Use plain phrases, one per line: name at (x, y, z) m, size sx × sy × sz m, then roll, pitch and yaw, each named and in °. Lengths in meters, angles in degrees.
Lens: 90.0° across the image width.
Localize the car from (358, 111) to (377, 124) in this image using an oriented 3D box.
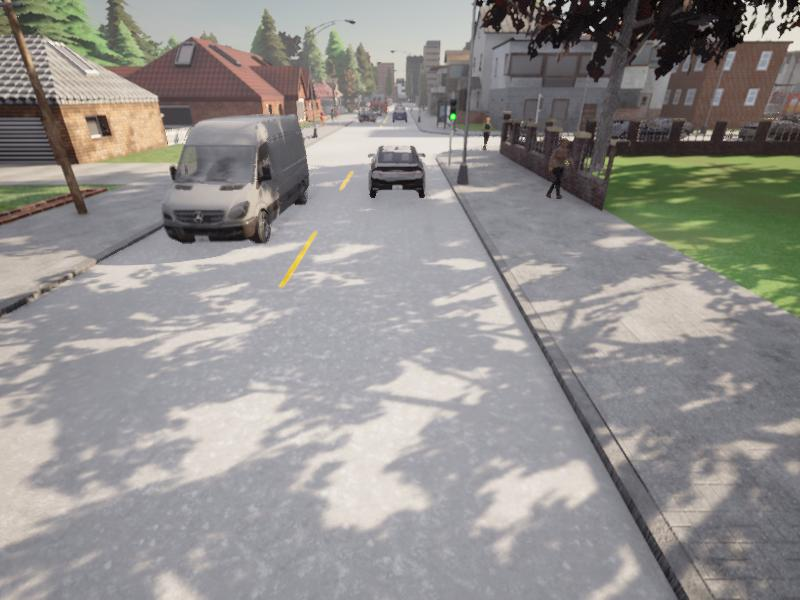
car at (-4.036, -22.825, 49.995) m, size 1.994 × 1.385 × 4.181 m, roll 0°, pitch 27°, yaw 1°

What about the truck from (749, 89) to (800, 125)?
truck at (49.348, -24.279, 50.112) m, size 2.891 × 3.827 × 8.468 m, roll -1°, pitch 27°, yaw -1°

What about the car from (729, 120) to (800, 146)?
car at (26.659, -11.781, 28.140) m, size 4.902 × 1.511 × 2.128 m, roll -1°, pitch 27°, yaw -2°

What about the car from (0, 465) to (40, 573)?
car at (-4.033, 2.088, 0.759) m, size 2.242 × 1.667 × 4.611 m, roll 1°, pitch 27°, yaw 2°

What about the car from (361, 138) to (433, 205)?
car at (-0.112, -4.779, 14.416) m, size 2.128 × 1.511 × 4.902 m, roll 0°, pitch 27°, yaw -1°

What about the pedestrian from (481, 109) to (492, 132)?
pedestrian at (7.837, -16.330, 36.397) m, size 0.751 × 1.860 × 0.751 m, roll 6°, pitch 28°, yaw 12°

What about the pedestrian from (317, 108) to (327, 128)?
pedestrian at (-7.986, -18.715, 41.107) m, size 0.751 × 1.860 × 0.751 m, roll 0°, pitch 27°, yaw 0°

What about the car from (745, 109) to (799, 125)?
car at (45.418, -22.480, 49.004) m, size 2.033 × 1.649 × 4.856 m, roll 1°, pitch 27°, yaw 3°

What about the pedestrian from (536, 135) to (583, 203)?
pedestrian at (4.821, -3.975, 12.168) m, size 0.751 × 1.860 × 0.751 m, roll -6°, pitch 28°, yaw -11°

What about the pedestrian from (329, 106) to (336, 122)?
pedestrian at (-8.411, -23.152, 49.817) m, size 0.751 × 1.860 × 0.751 m, roll -4°, pitch 27°, yaw -8°

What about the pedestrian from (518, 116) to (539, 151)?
pedestrian at (7.573, -9.852, 23.703) m, size 0.751 × 1.860 × 0.751 m, roll -1°, pitch 27°, yaw -2°

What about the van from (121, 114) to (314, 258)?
van at (-4.021, -3.363, 10.511) m, size 1.988 × 2.561 × 5.915 m, roll 1°, pitch 27°, yaw 2°

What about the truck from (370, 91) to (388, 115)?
truck at (-3.960, -38.110, 77.292) m, size 2.891 × 3.827 × 8.468 m, roll 1°, pitch 27°, yaw 1°

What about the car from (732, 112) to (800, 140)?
car at (29.536, -13.701, 31.514) m, size 4.605 × 1.855 × 1.932 m, roll 2°, pitch 27°, yaw 2°

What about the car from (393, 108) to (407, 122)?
car at (-0.038, -24.897, 53.875) m, size 1.882 × 1.535 × 5.008 m, roll 0°, pitch 27°, yaw -1°

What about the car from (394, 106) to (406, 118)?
car at (-0.029, -30.500, 64.884) m, size 2.007 × 1.525 × 4.514 m, roll 0°, pitch 27°, yaw -1°

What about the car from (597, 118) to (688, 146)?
car at (16.902, -11.828, 28.104) m, size 4.856 × 1.649 × 2.033 m, roll 0°, pitch 27°, yaw -2°

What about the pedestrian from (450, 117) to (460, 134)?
pedestrian at (4.809, -15.220, 34.837) m, size 0.751 × 1.300 × 0.751 m, roll 3°, pitch 27°, yaw 7°

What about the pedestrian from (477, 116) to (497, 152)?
pedestrian at (5.096, -9.746, 23.496) m, size 0.751 × 1.860 × 0.751 m, roll 20°, pitch 33°, yaw 34°

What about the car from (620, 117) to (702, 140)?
car at (20.686, -13.710, 31.931) m, size 4.902 × 1.511 × 2.128 m, roll 0°, pitch 27°, yaw 0°

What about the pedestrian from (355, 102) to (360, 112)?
pedestrian at (-8.913, -40.446, 83.761) m, size 0.751 × 1.860 × 0.751 m, roll 2°, pitch 27°, yaw 4°

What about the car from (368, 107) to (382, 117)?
car at (-3.990, -30.870, 65.668) m, size 1.970 × 1.475 × 3.806 m, roll 1°, pitch 27°, yaw 1°
